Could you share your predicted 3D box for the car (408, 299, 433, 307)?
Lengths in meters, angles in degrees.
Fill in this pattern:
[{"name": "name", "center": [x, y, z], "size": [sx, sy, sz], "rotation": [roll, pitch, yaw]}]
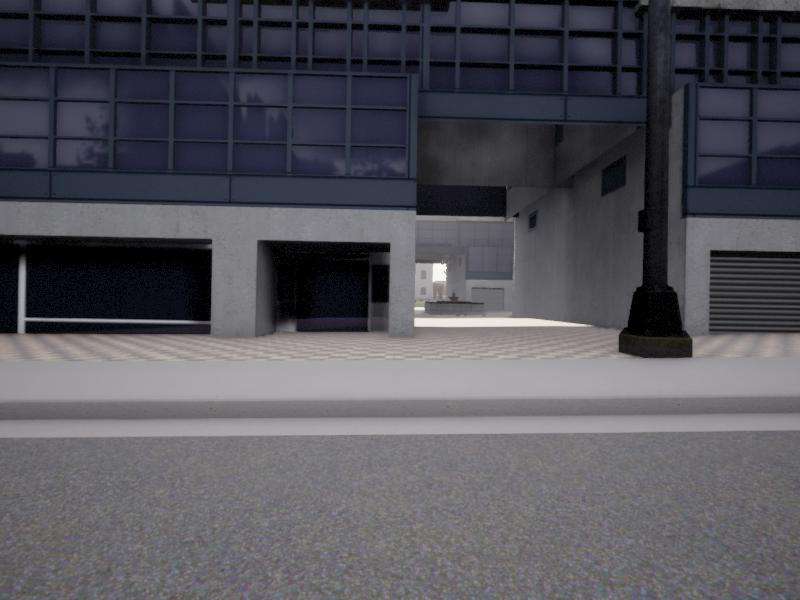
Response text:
[{"name": "car", "center": [3.796, 0.569, 74.559], "size": [4.514, 1.525, 2.007], "rotation": [1, 0, 4]}]
